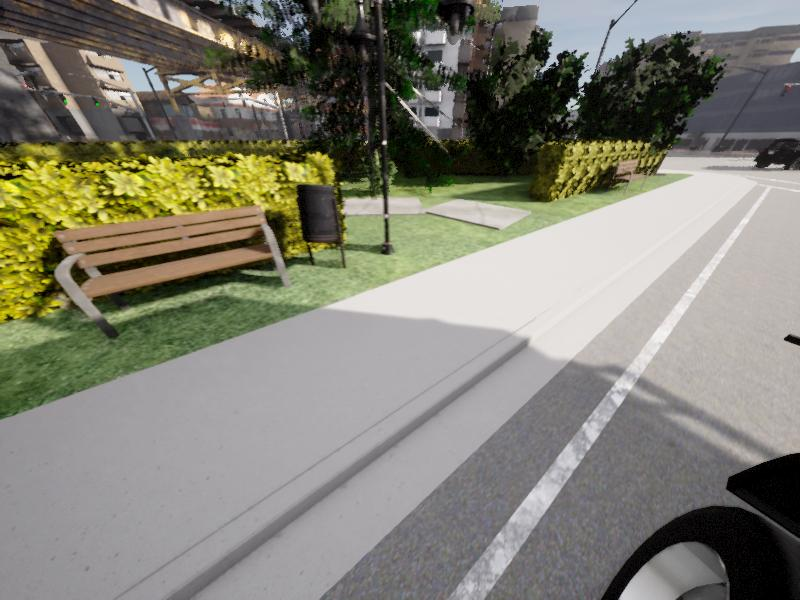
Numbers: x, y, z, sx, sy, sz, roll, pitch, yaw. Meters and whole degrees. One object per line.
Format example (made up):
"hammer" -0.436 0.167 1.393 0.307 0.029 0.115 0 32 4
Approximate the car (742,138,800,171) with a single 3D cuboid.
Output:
"car" 31.721 -11.338 18.016 5.566 2.045 2.150 2 35 3

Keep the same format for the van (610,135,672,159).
"van" 32.116 -20.731 31.193 2.351 2.431 6.366 6 35 9

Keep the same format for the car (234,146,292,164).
"car" -14.784 -15.771 25.109 4.902 1.511 2.128 8 36 11

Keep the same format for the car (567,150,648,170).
"car" 17.501 -12.080 19.813 4.718 1.301 1.895 7 36 10

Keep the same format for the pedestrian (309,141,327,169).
"pedestrian" -6.722 -11.918 18.976 0.751 1.860 0.751 10 37 15

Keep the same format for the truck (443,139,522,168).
"truck" 7.271 -13.536 21.262 6.274 2.098 2.390 6 36 9

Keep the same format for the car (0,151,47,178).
"car" -29.489 -9.344 16.075 2.038 1.542 4.974 6 36 9

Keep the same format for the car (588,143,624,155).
"car" 33.520 -24.721 37.802 2.128 1.511 4.902 6 35 9

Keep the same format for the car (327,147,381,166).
"car" -4.510 -14.541 23.310 4.792 1.488 2.163 6 36 9
